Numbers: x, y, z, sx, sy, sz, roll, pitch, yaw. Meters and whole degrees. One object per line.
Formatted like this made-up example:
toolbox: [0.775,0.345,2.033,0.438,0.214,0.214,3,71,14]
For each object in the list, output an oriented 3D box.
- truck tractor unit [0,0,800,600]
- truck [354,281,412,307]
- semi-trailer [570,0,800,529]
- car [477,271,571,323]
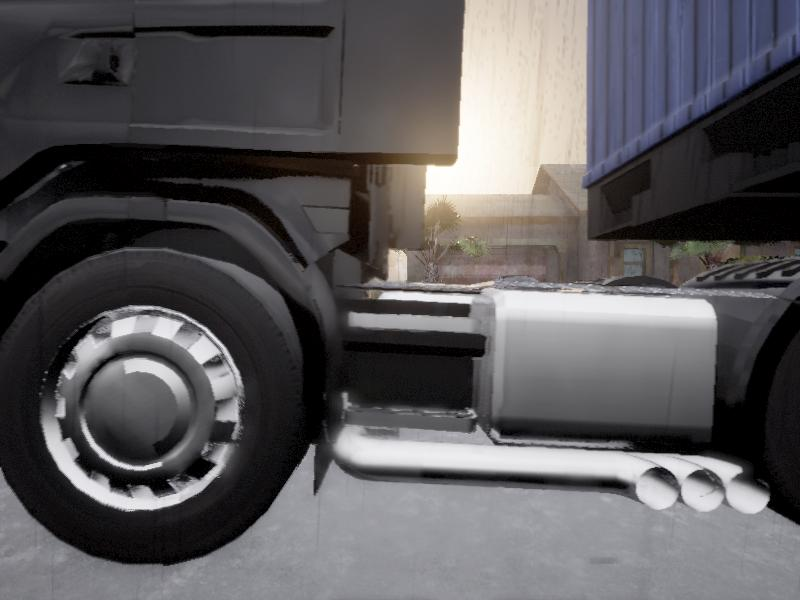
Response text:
truck tractor unit: [0.930,-1.126,2.691,6.516,4.208,3.053,0,0,0]
truck: [-2.477,-0.921,60.272,8.468,3.827,2.891,0,0,0]
semi-trailer: [8.847,-1.220,2.664,14.254,4.402,2.717,0,0,0]
car: [3.891,-0.082,13.247,1.845,1.501,3.633,0,0,-3]
